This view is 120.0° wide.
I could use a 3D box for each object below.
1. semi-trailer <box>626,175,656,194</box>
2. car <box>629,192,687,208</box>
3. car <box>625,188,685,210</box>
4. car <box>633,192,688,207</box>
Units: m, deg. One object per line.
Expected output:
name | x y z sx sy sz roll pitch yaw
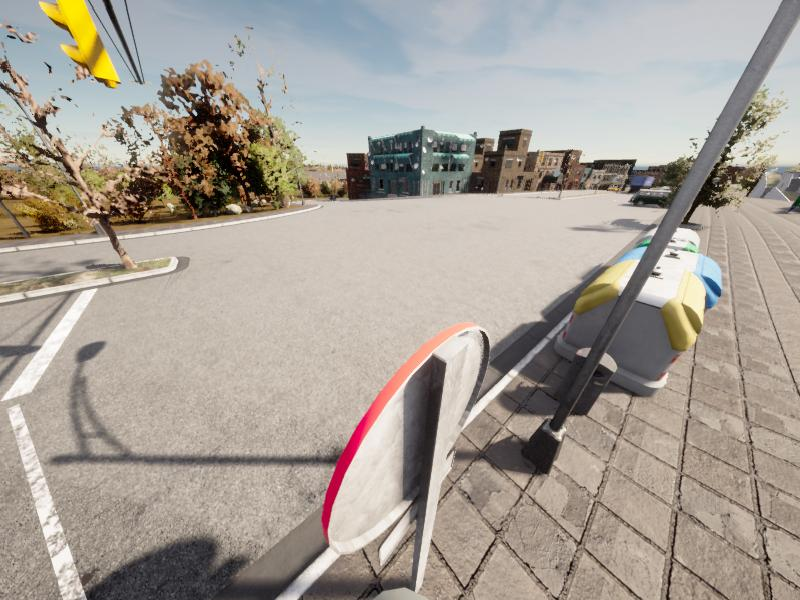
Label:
semi-trailer | 66.923 -31.929 64.044 14.254 4.402 2.717 -20 35 -36
car | 34.472 -13.468 31.109 4.674 1.452 2.002 17 32 25
car | 32.099 -12.864 29.311 4.442 1.987 1.878 17 33 25
car | 36.754 -14.328 32.812 4.674 1.452 2.002 17 33 25
